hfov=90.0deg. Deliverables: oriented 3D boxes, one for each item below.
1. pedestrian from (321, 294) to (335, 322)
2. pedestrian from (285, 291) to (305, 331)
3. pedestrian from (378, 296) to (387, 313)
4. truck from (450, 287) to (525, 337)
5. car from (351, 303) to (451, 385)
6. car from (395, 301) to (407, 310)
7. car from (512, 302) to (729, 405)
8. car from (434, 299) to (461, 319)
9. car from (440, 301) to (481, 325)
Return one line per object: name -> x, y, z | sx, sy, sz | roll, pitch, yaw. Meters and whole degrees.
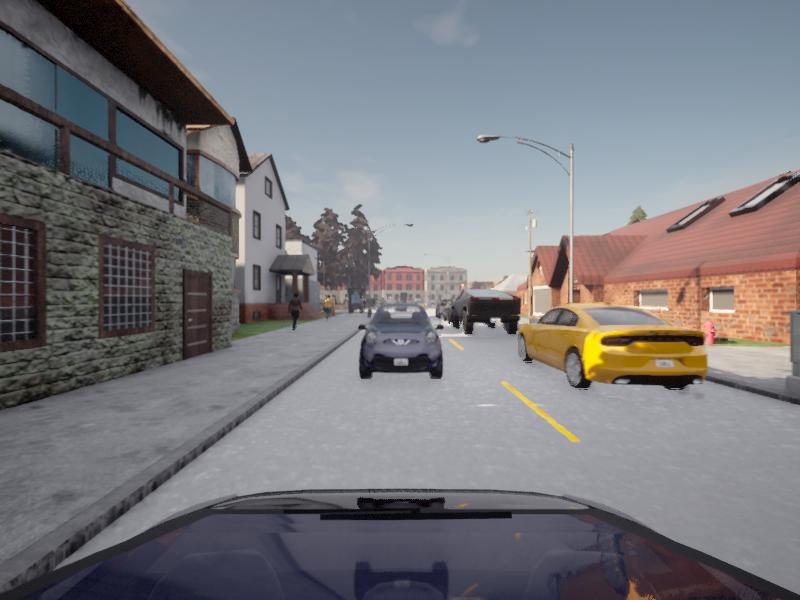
pedestrian -> -4.808, 0.514, 26.831 | 0.751, 1.860, 0.751 | 0, 0, 7
pedestrian -> -5.000, 0.519, 19.142 | 0.751, 1.860, 0.751 | 0, 0, 0
pedestrian -> -1.959, 0.522, 45.419 | 0.751, 1.860, 0.751 | 0, 0, 17
truck -> 4.049, 0.526, 19.945 | 2.390, 2.098, 6.274 | 0, 0, 0
car -> 0.023, 0.820, 9.184 | 1.845, 1.501, 3.633 | 0, 0, 0
car -> 0.175, 1.033, 70.742 | 2.007, 1.525, 4.514 | 0, 0, 0
car -> 4.023, 0.816, 8.536 | 1.882, 1.535, 5.008 | 0, 0, 0
car -> 4.024, 0.763, 34.514 | 1.851, 1.617, 3.988 | 0, 0, 1
car -> 4.059, 0.816, 27.751 | 2.128, 1.511, 4.902 | 0, 0, 0
